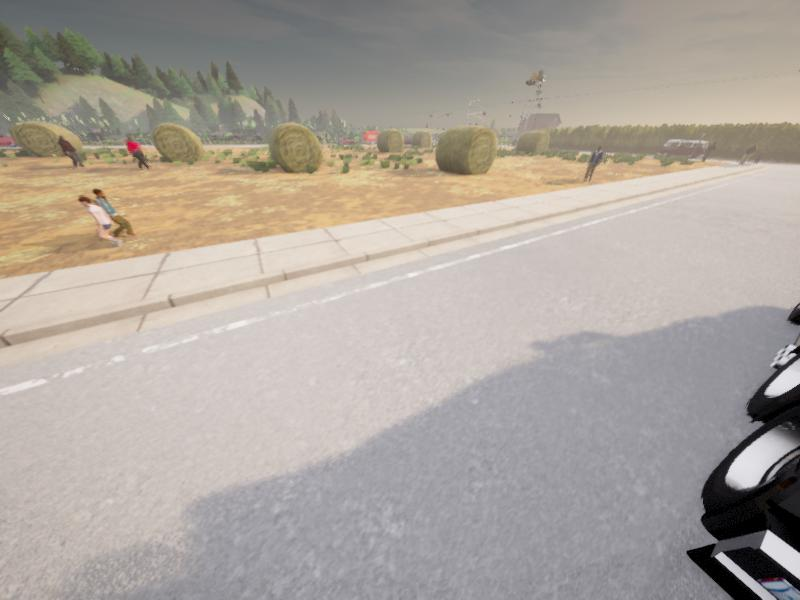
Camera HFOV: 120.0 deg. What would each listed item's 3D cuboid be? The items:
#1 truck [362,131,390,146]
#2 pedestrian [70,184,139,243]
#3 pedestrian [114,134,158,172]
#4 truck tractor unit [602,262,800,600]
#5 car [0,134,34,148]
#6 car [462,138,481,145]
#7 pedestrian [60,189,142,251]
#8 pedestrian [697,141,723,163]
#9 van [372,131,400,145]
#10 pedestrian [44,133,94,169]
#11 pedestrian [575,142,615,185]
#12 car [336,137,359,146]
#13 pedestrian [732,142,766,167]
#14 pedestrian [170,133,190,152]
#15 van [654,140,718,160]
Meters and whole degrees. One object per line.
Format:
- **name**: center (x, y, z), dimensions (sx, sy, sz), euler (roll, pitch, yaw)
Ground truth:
- **truck**: center (-5.160, -34.872, 49.949), dimensions (5.204, 2.467, 2.627), euler (-16, 39, -22)
- **pedestrian**: center (-6.629, -1.953, 5.241), dimensions (0.500, 1.100, 0.500), euler (-29, 45, -35)
- **pedestrian**: center (-15.923, -8.900, 14.015), dimensions (0.751, 1.860, 0.751), euler (5, 36, 6)
- **truck tractor unit**: center (5.117, -0.293, 0.789), dimensions (6.516, 4.208, 3.053), euler (-18, 39, -24)
- **car**: center (-56.180, -22.380, 32.440), dimensions (4.514, 1.525, 2.007), euler (-16, 39, -22)
- **car**: center (19.398, -43.456, 63.184), dimensions (2.038, 1.542, 4.974), euler (-16, 38, -21)
- **pedestrian**: center (-6.204, -1.680, 4.872), dimensions (0.500, 1.100, 0.500), euler (-18, 40, -24)
- **pedestrian**: center (31.391, -15.019, 23.445), dimensions (0.751, 1.860, 0.751), euler (-25, 43, -31)
- **van**: center (-3.216, -37.751, 53.919), dimensions (5.915, 2.561, 1.988), euler (-16, 39, -22)
- **pedestrian**: center (-20.775, -9.369, 14.566), dimensions (0.751, 1.860, 0.751), euler (4, 36, 5)
- **pedestrian**: center (10.297, -7.251, 12.265), dimensions (0.751, 1.860, 0.751), euler (-23, 42, -29)
- **car**: center (-10.936, -32.838, 47.872), dimensions (4.193, 1.474, 1.816), euler (-16, 39, -22)
- **pedestrian**: center (31.130, -13.007, 20.654), dimensions (0.751, 1.860, 0.751), euler (-16, 39, -22)
- **pedestrian**: center (-25.634, -18.391, 26.951), dimensions (0.751, 1.860, 0.751), euler (14, 38, 18)
- **van**: center (37.418, -19.838, 30.429), dimensions (2.069, 2.038, 4.480), euler (-18, 40, -24)
